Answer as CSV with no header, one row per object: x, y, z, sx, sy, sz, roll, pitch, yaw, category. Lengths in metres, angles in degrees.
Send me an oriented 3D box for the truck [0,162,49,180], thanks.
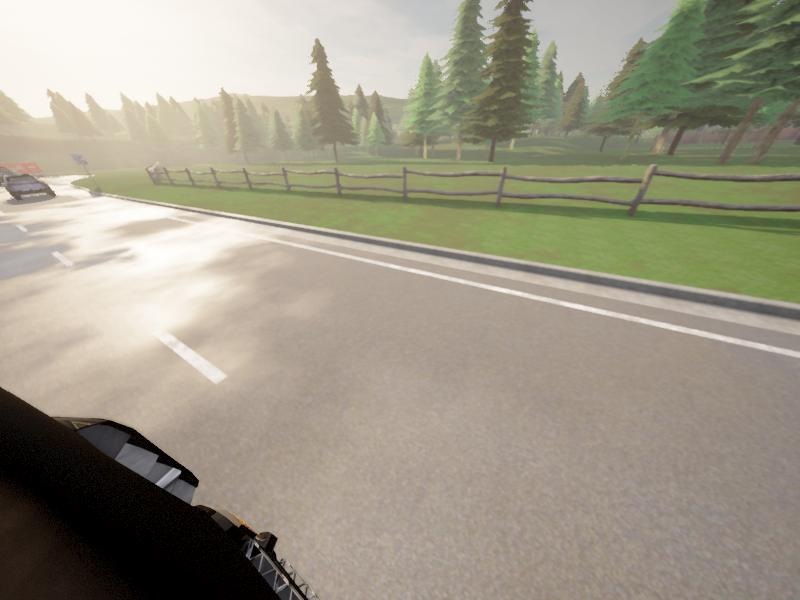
-69.907,-23.659,42.312,5.204,2.467,2.627,-6,34,-6,truck

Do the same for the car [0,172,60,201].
-29.230,-8.969,18.066,4.856,1.649,2.033,18,39,29,car

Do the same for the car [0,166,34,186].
-51.857,-16.520,30.662,5.566,2.045,2.150,27,44,37,car
